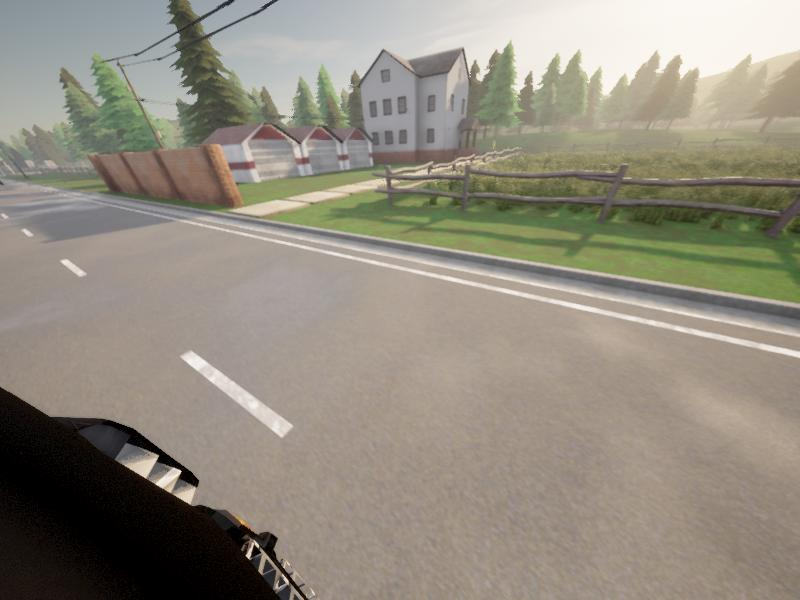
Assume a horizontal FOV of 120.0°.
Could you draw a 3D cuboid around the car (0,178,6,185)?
[{"bbox_3d":[-58.127,-17.100,32.203,5.566,2.045,2.150,16,38,26],"label":"car"}]
